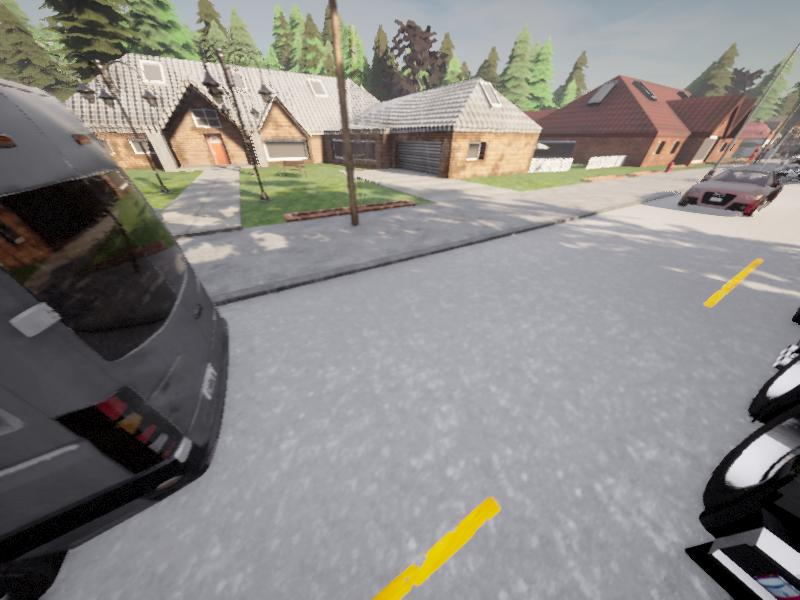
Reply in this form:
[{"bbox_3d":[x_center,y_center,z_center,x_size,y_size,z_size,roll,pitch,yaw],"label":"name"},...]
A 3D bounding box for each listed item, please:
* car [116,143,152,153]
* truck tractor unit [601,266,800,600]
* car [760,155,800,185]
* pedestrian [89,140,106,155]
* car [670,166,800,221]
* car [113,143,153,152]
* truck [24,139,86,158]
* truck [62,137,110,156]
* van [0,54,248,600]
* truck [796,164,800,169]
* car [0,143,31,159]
[{"bbox_3d":[-56.246,-32.252,48.949,2.007,1.525,4.514,15,37,20],"label":"car"},{"bbox_3d":[5.115,-0.296,0.775,6.516,4.208,3.053,-18,39,-24],"label":"truck tractor unit"},{"bbox_3d":[26.890,-8.746,15.519,3.806,1.475,1.970,-18,39,-24],"label":"car"},{"bbox_3d":[-45.444,-22.978,34.756,0.751,1.860,0.751,24,41,30],"label":"pedestrian"},{"bbox_3d":[13.454,-4.420,9.276,4.181,1.385,1.994,-18,39,-24],"label":"car"},{"bbox_3d":[-59.169,-33.977,51.324,1.801,1.575,5.366,21,40,26],"label":"car"},{"bbox_3d":[-49.452,-22.035,33.380,2.390,2.098,6.274,-18,39,-24],"label":"truck"},{"bbox_3d":[-53.919,-26.571,39.890,2.627,2.467,5.204,-18,39,-24],"label":"truck"},{"bbox_3d":[-4.252,0.789,0.610,5.915,2.561,1.988,-17,38,-23],"label":"van"},{"bbox_3d":[45.551,-15.659,23.563,8.468,3.827,2.891,-18,39,-24],"label":"truck"},{"bbox_3d":[-51.504,-19.256,29.821,1.801,1.575,5.366,-18,39,-24],"label":"car"}]
